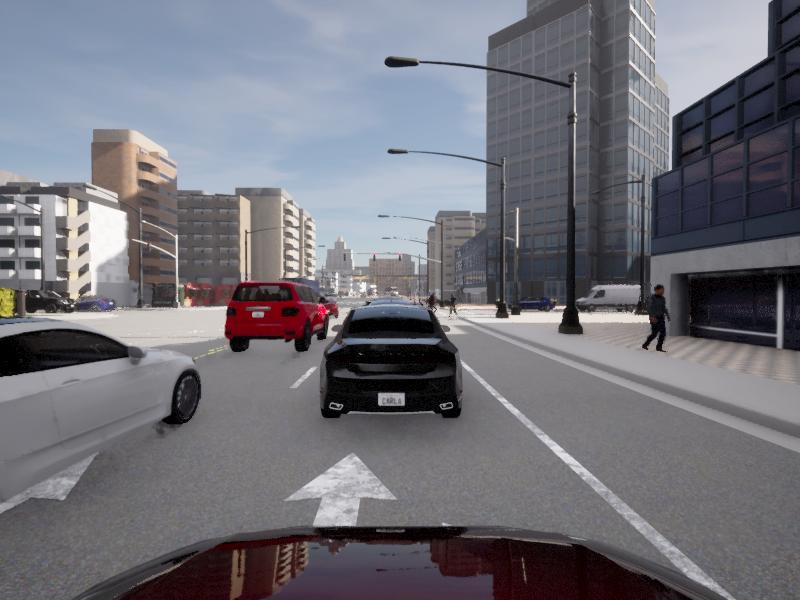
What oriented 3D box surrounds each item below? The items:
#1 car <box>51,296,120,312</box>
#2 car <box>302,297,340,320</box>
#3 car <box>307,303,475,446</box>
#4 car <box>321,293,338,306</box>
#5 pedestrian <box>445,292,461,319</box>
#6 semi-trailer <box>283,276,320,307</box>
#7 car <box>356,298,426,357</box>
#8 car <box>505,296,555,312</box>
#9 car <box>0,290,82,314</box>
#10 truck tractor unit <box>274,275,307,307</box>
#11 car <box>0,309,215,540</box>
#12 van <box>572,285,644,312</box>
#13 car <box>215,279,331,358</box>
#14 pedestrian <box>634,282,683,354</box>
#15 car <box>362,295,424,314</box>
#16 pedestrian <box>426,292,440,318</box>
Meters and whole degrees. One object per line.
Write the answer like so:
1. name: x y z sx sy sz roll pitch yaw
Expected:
1. car: -29.547 0.367 37.696 4.792 1.488 2.163 0 1 0
2. car: -5.817 0.552 28.988 1.812 1.442 4.674 0 1 -23
3. car: -0.149 0.835 6.827 1.837 1.490 4.892 0 0 -1
4. car: -12.038 -0.128 68.566 2.150 2.045 5.566 0 1 -1
5. pedestrian: 3.684 0.345 27.761 0.751 1.860 0.751 -1 1 -36
6. semi-trailer: -15.451 -1.298 64.218 2.717 4.402 14.254 0 0 -2
7. car: -0.289 0.737 13.310 1.882 1.535 5.008 0 1 -1
8. car: 12.427 0.376 38.379 4.193 1.474 1.816 0 1 -1
9. car: -30.852 0.145 34.241 5.566 2.045 2.150 0 1 -1
10. truck tractor unit: -15.257 -1.168 56.309 3.053 4.208 6.516 0 0 -1
11. car: -3.576 0.866 3.543 1.812 1.442 4.674 0 0 -1
12. van: 19.906 -0.155 38.479 5.915 2.561 1.988 0 1 -1
13. car: -3.796 0.475 13.212 2.150 2.045 5.566 0 0 -1
14. pedestrian: 6.868 0.456 10.661 0.751 1.860 0.751 0 1 -11
15. car: -0.525 0.363 35.062 5.238 1.638 1.930 0 1 6
16. pedestrian: 2.375 0.326 28.810 0.751 1.860 0.751 -1 1 -35
